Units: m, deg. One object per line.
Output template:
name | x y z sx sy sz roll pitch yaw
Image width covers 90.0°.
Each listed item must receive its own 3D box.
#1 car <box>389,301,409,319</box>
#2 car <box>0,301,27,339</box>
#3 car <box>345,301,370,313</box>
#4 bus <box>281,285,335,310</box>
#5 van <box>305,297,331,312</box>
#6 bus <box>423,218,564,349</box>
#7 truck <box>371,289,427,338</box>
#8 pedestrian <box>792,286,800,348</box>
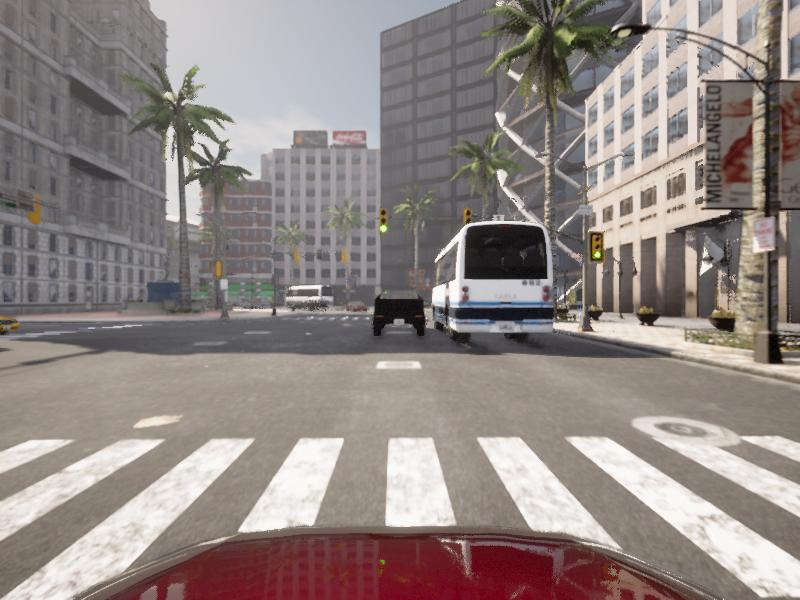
car | -0.095 0.850 37.537 1.801 1.575 5.366 0 0 0
car | -19.440 0.823 17.083 5.366 1.575 1.801 0 0 0
car | -5.752 0.921 53.475 2.163 1.488 4.792 0 0 -21
bus | -16.890 -0.439 73.103 10.273 4.253 3.944 0 -1 37
van | -12.044 0.647 58.526 2.069 2.038 4.480 1 -1 -34
bus | 3.340 -0.511 18.138 3.944 4.253 10.273 0 0 0
truck | -0.044 0.569 20.170 2.390 2.098 6.274 0 0 0
pedestrian | 12.348 0.501 11.844 0.751 1.860 0.751 0 0 -3
